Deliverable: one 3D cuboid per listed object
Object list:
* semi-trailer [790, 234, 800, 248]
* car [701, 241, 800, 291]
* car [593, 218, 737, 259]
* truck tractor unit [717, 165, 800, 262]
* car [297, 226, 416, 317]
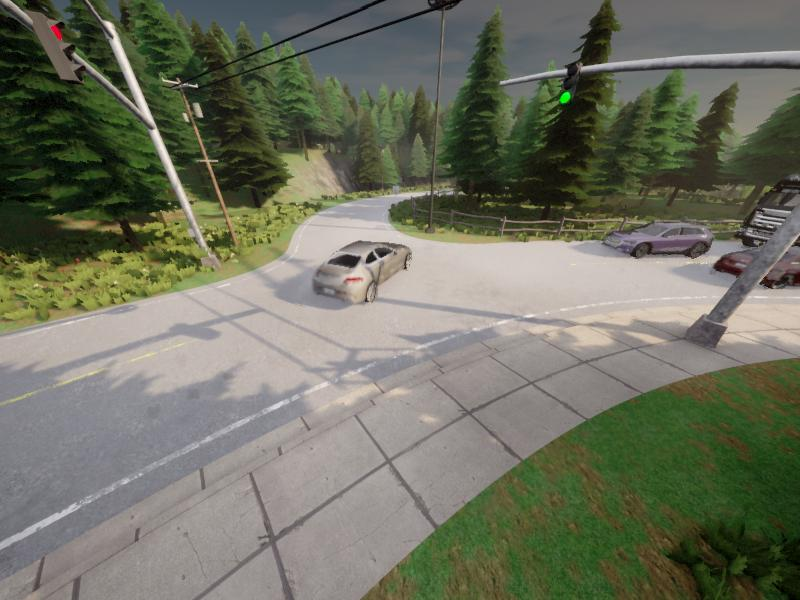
[{"bbox_3d":[30.635,-4.395,11.504,14.254,4.402,2.717,1,30,1],"label":"semi-trailer"},{"bbox_3d":[15.977,-1.455,9.461,4.181,1.385,1.994,0,30,0],"label":"car"},{"bbox_3d":[13.963,-3.365,12.511,4.856,1.649,2.033,0,30,0],"label":"car"},{"bbox_3d":[22.725,-4.414,11.744,6.516,4.208,3.053,1,30,1],"label":"truck tractor unit"},{"bbox_3d":[-1.294,-1.542,9.389,2.152,1.651,5.027,13,32,20],"label":"car"}]
